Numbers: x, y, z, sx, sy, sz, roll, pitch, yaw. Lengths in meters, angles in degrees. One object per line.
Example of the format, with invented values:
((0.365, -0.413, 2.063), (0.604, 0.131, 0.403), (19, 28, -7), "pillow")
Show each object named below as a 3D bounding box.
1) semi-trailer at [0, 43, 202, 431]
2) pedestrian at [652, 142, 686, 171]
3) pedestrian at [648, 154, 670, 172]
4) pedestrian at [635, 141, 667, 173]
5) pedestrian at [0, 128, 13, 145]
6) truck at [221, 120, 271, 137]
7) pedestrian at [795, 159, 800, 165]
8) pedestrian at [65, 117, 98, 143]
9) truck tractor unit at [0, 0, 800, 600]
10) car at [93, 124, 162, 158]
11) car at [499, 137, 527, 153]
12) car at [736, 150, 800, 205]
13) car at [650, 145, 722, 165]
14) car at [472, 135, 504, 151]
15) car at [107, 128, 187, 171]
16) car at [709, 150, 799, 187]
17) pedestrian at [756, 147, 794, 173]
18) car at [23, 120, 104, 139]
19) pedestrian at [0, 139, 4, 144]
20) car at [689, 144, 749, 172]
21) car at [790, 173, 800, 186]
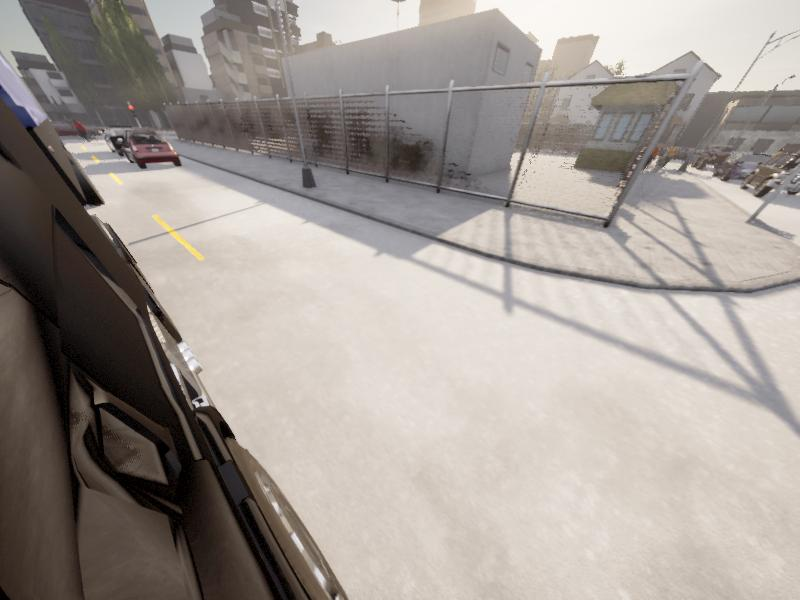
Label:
((-8.696, -3.593, 4.249), (14.254, 4.402, 2.717), (28, 44, 30), "semi-trailer")
((20.962, -11.230, 18.055), (0.751, 1.860, 0.751), (-17, 41, -24), "pedestrian")
((19.134, -10.107, 17.084), (0.500, 1.100, 0.500), (-17, 41, -24), "pedestrian")
((18.203, -10.407, 16.798), (0.751, 1.860, 0.751), (31, 46, 33), "pedestrian")
((-30.856, -12.874, 17.469), (0.751, 1.860, 0.751), (32, 46, 33), "pedestrian")
((-25.882, -29.024, 39.195), (2.390, 2.098, 6.274), (28, 44, 30), "truck")
((49.457, -17.337, 27.825), (0.751, 1.860, 0.751), (20, 40, 22), "pedestrian")
((-29.063, -15.489, 21.090), (0.751, 1.860, 0.751), (10, 37, 10), "pedestrian")
((-2.645, -0.295, 0.351), (6.516, 4.208, 3.053), (28, 44, 30), "truck tractor unit")
((-18.867, -11.069, 15.984), (5.238, 1.638, 1.930), (27, 43, 30), "car")
((14.861, -20.359, 30.284), (1.816, 1.474, 4.193), (28, 44, 30), "car")
((19.202, -6.102, 11.302), (1.932, 1.855, 4.605), (30, 45, 31), "car")
((32.942, -16.950, 26.878), (2.128, 1.511, 4.902), (-1, 37, -5), "car")
((11.964, -21.377, 31.367), (2.242, 1.667, 4.611), (28, 44, 30), "car")
((-13.797, -8.300, 12.600), (3.988, 1.617, 1.851), (28, 44, 30), "car")
((23.495, -9.025, 15.659), (2.033, 1.649, 4.856), (29, 44, 31), "car")
((33.138, -12.363, 20.430), (0.751, 1.860, 0.751), (-11, 39, -17), "pedestrian")
((-35.763, -18.233, 24.765), (1.812, 1.442, 4.674), (28, 44, 30), "car")
((-30.740, -12.515, 16.849), (0.751, 1.860, 0.751), (-8, 38, -14), "pedestrian")
((28.759, -12.981, 21.025), (1.905, 1.878, 3.866), (26, 43, 28), "car")
((26.234, -7.152, 13.434), (2.163, 1.488, 4.792), (28, 44, 30), "car")
